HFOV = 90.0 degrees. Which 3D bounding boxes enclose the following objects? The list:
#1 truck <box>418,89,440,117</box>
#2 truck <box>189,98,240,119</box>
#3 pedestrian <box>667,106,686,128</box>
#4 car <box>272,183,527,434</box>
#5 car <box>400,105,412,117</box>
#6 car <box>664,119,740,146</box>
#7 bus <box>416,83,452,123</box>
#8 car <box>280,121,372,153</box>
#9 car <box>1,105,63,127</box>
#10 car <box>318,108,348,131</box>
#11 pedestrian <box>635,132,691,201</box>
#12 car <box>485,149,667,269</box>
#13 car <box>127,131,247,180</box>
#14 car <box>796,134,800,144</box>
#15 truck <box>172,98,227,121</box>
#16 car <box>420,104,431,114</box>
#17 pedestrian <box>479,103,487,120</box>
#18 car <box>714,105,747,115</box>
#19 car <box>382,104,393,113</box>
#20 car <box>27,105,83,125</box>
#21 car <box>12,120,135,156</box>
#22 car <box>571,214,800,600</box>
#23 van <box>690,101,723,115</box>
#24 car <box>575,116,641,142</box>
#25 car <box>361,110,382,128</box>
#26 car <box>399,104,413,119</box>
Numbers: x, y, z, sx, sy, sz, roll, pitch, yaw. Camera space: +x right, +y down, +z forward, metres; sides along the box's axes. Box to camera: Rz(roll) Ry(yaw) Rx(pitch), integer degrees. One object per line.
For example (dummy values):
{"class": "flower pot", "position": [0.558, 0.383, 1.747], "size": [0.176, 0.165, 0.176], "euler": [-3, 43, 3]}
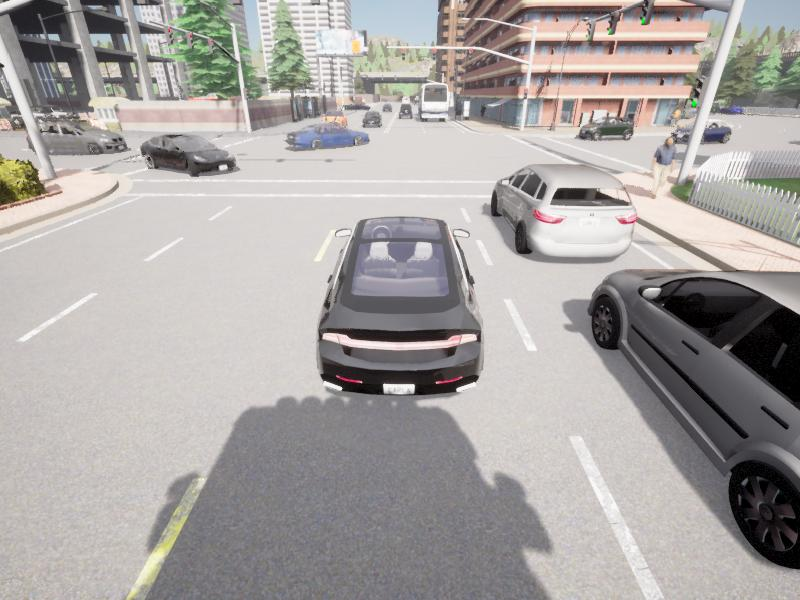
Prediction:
{"class": "truck", "position": [4.447, -31.282, 63.386], "size": [2.891, 3.827, 8.468], "euler": [0, 27, 1]}
{"class": "truck", "position": [-25.008, -25.965, 54.169], "size": [5.204, 2.467, 2.615], "euler": [0, 27, 1]}
{"class": "pedestrian", "position": [26.113, -17.310, 37.810], "size": [0.751, 1.860, 0.751], "euler": [-10, 29, -18]}
{"class": "car", "position": [0.025, -0.455, 5.857], "size": [2.128, 1.511, 4.902], "euler": [0, 27, 1]}
{"class": "car", "position": [0.932, -29.952, 63.303], "size": [1.801, 1.575, 5.366], "euler": [0, 27, 1]}
{"class": "car", "position": [20.353, -11.372, 27.047], "size": [3.806, 1.475, 1.970], "euler": [-9, 29, -18]}
{"class": "bus", "position": [4.143, -25.664, 51.983], "size": [3.944, 4.253, 10.273], "euler": [0, 27, 1]}
{"class": "car", "position": [-4.554, -10.395, 25.338], "size": [5.357, 1.411, 2.033], "euler": [-20, 33, -34]}
{"class": "car", "position": [-36.855, -18.479, 40.152], "size": [3.866, 1.878, 1.905], "euler": [0, 27, 1]}
{"class": "car", "position": [-6.451, -17.660, 39.075], "size": [2.097, 1.767, 4.553], "euler": [0, 27, 1]}
{"class": "pedestrian", "position": [7.836, -4.006, 12.008], "size": [0.751, 1.860, 0.751], "euler": [5, 28, 10]}
{"class": "car", "position": [3.607, -2.399, 9.471], "size": [2.242, 1.667, 4.611], "euler": [1, 27, 1]}
{"class": "car", "position": [-9.248, -6.376, 17.376], "size": [4.792, 1.488, 2.163], "euler": [16, 31, 29]}
{"class": "car", "position": [29.701, -11.316, 27.027], "size": [5.357, 1.411, 2.033], "euler": [-12, 30, -23]}
{"class": "truck", "position": [-25.062, -23.996, 50.334], "size": [5.204, 2.467, 2.615], "euler": [0, 27, 1]}
{"class": "car", "position": [4.582, -34.753, 72.763], "size": [1.812, 1.442, 4.674], "euler": [0, 27, 1]}
{"class": "pedestrian", "position": [10.597, -24.165, 51.291], "size": [0.751, 1.860, 0.751], "euler": [1, 27, 2]}
{"class": "car", "position": [55.053, -31.733, 66.713], "size": [1.816, 1.474, 4.193], "euler": [1, 27, 1]}
{"class": "car", "position": [-2.384, -35.916, 74.969], "size": [1.837, 1.490, 4.892], "euler": [0, 27, 1]}
{"class": "car", "position": [-36.818, -19.822, 42.769], "size": [3.866, 1.878, 1.905], "euler": [0, 27, 1]}
{"class": "car", "position": [-17.981, -9.047, 22.306], "size": [4.611, 1.667, 2.242], "euler": [0, 27, 0]}
{"class": "car", "position": [3.496, 0.483, 3.924], "size": [1.851, 1.617, 3.988], "euler": [0, 27, 1]}
{"class": "van", "position": [51.573, -32.394, 67.449], "size": [1.775, 1.987, 4.442], "euler": [1, 27, 1]}
{"class": "car", "position": [15.051, -12.480, 29.121], "size": [3.705, 1.549, 1.789], "euler": [-5, 28, -10]}
{"class": "car", "position": [-2.900, -19.098, 42.206], "size": [1.837, 1.490, 4.892], "euler": [0, 27, 1]}
{"class": "car", "position": [0.821, -26.461, 56.116], "size": [1.905, 1.878, 3.866], "euler": [0, 27, 1]}
